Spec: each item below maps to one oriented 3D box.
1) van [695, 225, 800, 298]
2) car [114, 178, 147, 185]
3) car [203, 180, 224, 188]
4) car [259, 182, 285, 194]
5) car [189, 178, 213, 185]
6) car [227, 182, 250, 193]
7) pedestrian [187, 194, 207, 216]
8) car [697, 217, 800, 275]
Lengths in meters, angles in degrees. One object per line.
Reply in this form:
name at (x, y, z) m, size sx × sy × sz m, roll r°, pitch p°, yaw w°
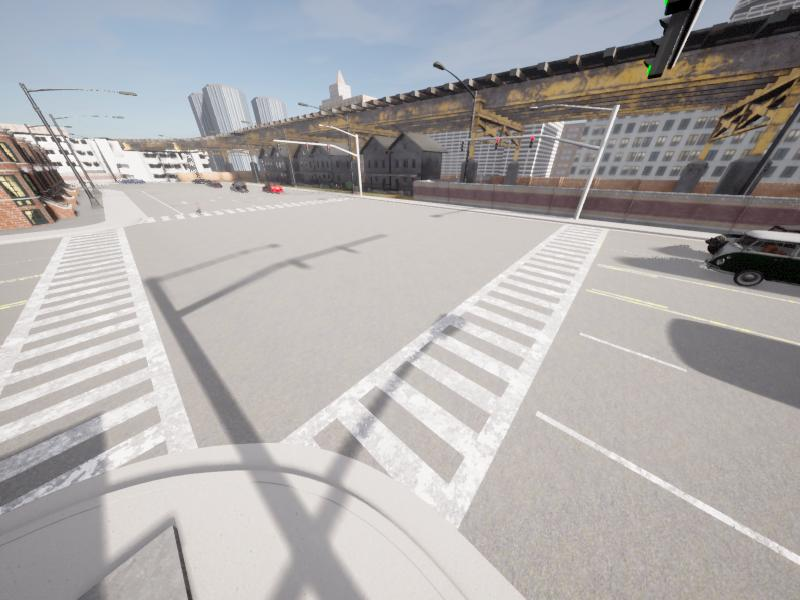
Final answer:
van at (15.097, -1.334, 8.626) m, size 4.442 × 1.987 × 1.775 m, roll 24°, pitch 38°, yaw 35°
car at (-72.572, -31.952, 62.251) m, size 5.357 × 1.411 × 2.033 m, roll -7°, pitch 31°, yaw -11°
car at (-42.666, -26.499, 52.807) m, size 5.357 × 1.411 × 2.033 m, roll 22°, pitch 37°, yaw 33°
car at (-23.314, -20.488, 42.117) m, size 4.611 × 1.667 × 2.242 m, roll 24°, pitch 38°, yaw 35°
car at (-52.850, -31.480, 61.433) m, size 5.357 × 1.411 × 2.033 m, roll 10°, pitch 31°, yaw 16°
car at (-30.640, -21.308, 43.718) m, size 4.892 × 1.490 × 1.837 m, roll 24°, pitch 38°, yaw 35°
pedestrian at (-19.576, -9.185, 22.303) m, size 0.751 × 1.860 × 0.751 m, roll 21°, pitch 36°, yaw 31°
car at (17.553, -2.545, 10.819) m, size 3.866 × 1.878 × 1.905 m, roll 24°, pitch 38°, yaw 35°
